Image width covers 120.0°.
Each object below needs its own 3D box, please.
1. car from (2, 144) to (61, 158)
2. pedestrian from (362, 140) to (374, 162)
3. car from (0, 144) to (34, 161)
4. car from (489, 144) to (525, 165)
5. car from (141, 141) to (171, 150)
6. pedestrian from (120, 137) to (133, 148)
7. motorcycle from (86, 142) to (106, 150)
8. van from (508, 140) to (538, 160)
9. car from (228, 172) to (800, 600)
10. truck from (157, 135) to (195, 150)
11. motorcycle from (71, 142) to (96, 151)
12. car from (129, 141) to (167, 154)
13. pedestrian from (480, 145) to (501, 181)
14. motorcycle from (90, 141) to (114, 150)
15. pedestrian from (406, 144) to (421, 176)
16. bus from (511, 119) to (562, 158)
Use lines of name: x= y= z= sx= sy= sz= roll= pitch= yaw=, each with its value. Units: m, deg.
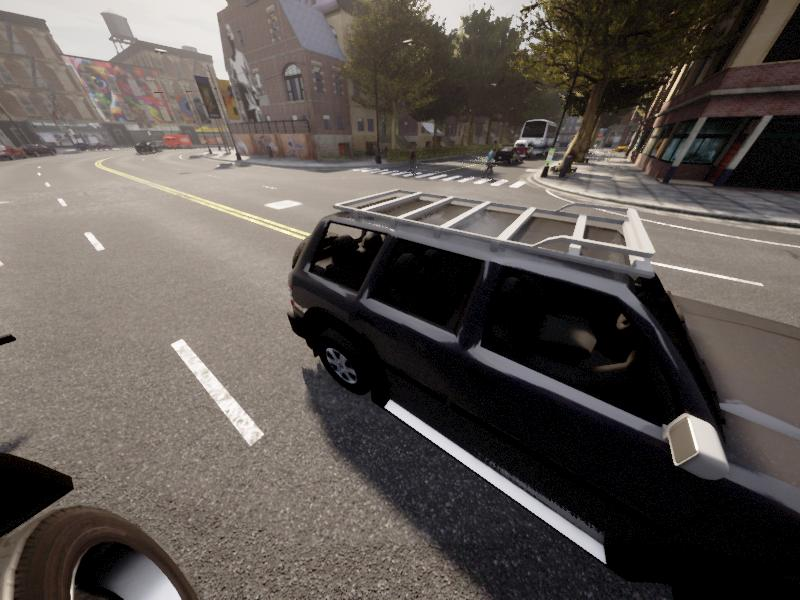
car: x=-47.091 y=-19.179 z=29.683 sx=1.895 sy=1.301 sz=4.718 roll=-15 pitch=38 yaw=-20
pedestrian: x=-3.246 y=-15.290 z=23.679 sx=0.751 sy=1.860 sz=0.751 roll=24 pitch=41 yaw=29
car: x=-44.057 y=-16.431 z=25.672 sx=2.002 sy=1.452 sz=4.674 roll=-21 pitch=41 yaw=-28
car: x=11.676 y=-15.867 z=25.098 sx=1.930 sy=1.638 sz=5.238 roll=22 pitch=41 yaw=28
car: x=-50.045 y=-31.806 z=47.515 sx=1.970 sy=1.475 sz=3.806 roll=-2 pitch=35 yaw=-3
pedestrian: x=-56.827 y=-32.678 z=47.991 sx=0.751 sy=1.860 sz=0.751 roll=-4 pitch=35 yaw=-6
motorcycle: x=-54.579 y=-27.638 z=41.476 sx=1.805 sy=1.236 sz=0.856 roll=-29 pitch=45 yaw=-35
van: x=15.904 y=-19.434 z=29.846 sx=2.069 sy=2.038 sz=4.480 roll=22 pitch=41 yaw=28
car: x=1.025 y=0.232 z=1.962 sx=4.605 sy=1.855 sz=1.932 roll=23 pitch=41 yaw=28
truck: x=-46.572 y=-32.928 z=48.193 sx=2.627 sy=2.467 sz=5.204 roll=-2 pitch=35 yaw=-3
motorcycle: x=-54.761 y=-26.655 z=40.027 sx=2.209 sy=1.251 sz=0.867 roll=-29 pitch=45 yaw=-35
car: x=-39.694 y=-24.206 z=36.579 sx=1.930 sy=1.638 sz=5.238 roll=-12 pitch=37 yaw=-17
pedestrian: x=5.591 y=-8.465 z=14.315 sx=0.751 sy=1.860 sz=0.751 roll=14 pitch=37 yaw=19
motorcycle: x=-54.818 y=-28.420 z=42.536 sx=2.356 sy=1.277 sz=0.764 roll=-29 pitch=45 yaw=-35
pedestrian: x=0.933 y=-9.946 z=16.385 sx=0.751 sy=1.860 sz=0.751 roll=23 pitch=41 yaw=29
bus: x=20.859 y=-24.441 z=35.067 sx=3.944 sy=4.253 sz=10.273 roll=23 pitch=41 yaw=28
